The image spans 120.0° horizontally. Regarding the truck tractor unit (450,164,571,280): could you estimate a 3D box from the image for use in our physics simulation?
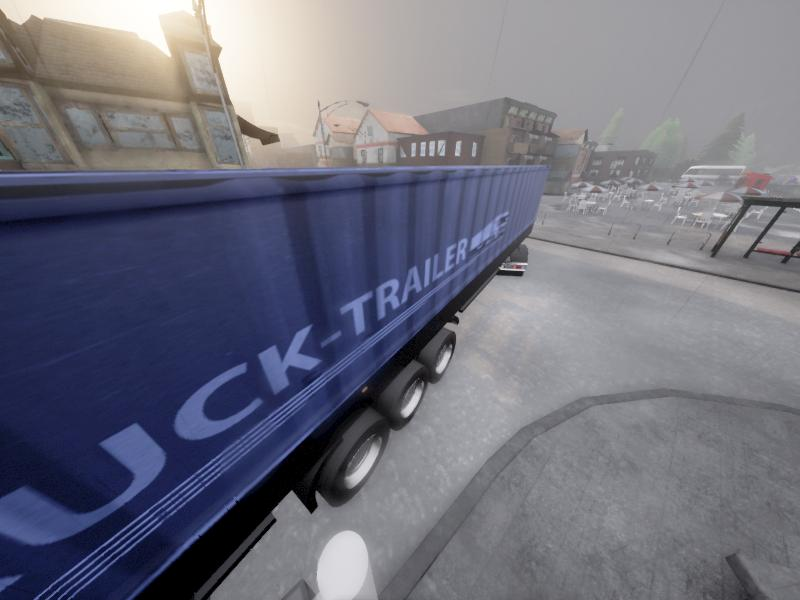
[{"bbox_3d":[4.499,-4.391,11.594,3.053,4.208,6.516,4,31,6],"label":"truck tractor unit"}]

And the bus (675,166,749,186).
[{"bbox_3d":[79.798,-32.107,59.562,3.944,4.253,10.273,-23,37,-34],"label":"bus"}]

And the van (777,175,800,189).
[{"bbox_3d":[85.896,-24.670,48.506,2.351,2.431,6.366,-23,37,-34],"label":"van"}]

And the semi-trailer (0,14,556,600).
[{"bbox_3d":[0.735,-1.102,5.697,2.717,4.402,14.254,20,35,31],"label":"semi-trailer"}]

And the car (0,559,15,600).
[{"bbox_3d":[-5.097,3.703,0.456,1.994,1.385,4.181,21,37,32],"label":"car"}]

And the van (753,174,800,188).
[{"bbox_3d":[86.832,-27.290,52.898,1.988,2.561,5.915,-23,37,-34],"label":"van"}]
